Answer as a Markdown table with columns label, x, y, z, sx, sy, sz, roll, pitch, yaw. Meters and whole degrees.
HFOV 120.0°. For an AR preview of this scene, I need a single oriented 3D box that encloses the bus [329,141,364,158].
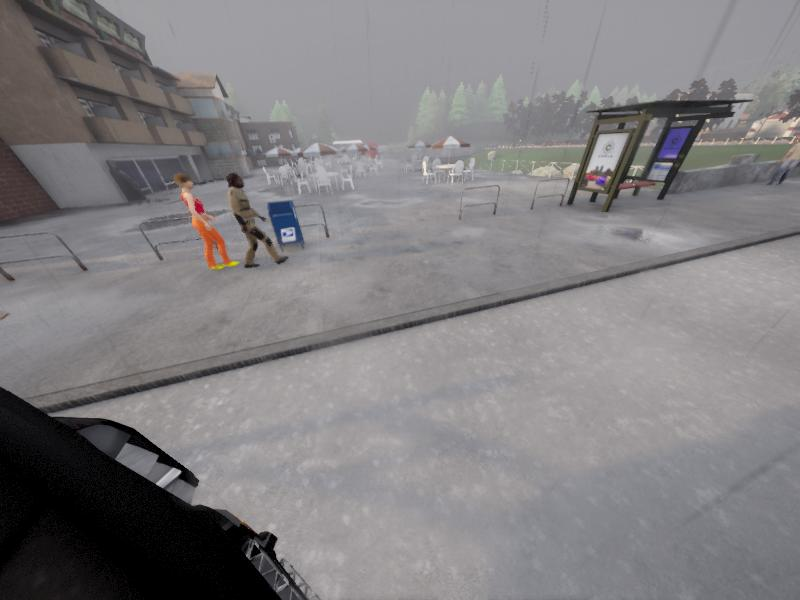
| label | x | y | z | sx | sy | sz | roll | pitch | yaw |
| --- | --- | --- | --- | --- | --- | --- | --- | --- | --- |
| bus | -17.254 | -48.899 | 75.038 | 10.273 | 4.253 | 3.944 | -12 | 35 | -13 |

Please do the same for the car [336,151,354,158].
| label | x | y | z | sx | sy | sz | roll | pitch | yaw |
| --- | --- | --- | --- | --- | --- | --- | --- | --- | --- |
| car | -17.276 | -45.523 | 72.376 | 4.974 | 1.542 | 2.038 | -12 | 35 | -13 |

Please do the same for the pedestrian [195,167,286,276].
| label | x | y | z | sx | sy | sz | roll | pitch | yaw |
| --- | --- | --- | --- | --- | --- | --- | --- | --- | --- |
| pedestrian | -2.989 | -1.527 | 4.590 | 0.751 | 1.860 | 0.751 | -12 | 35 | -13 |

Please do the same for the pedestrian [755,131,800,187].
| label | x | y | z | sx | sy | sz | roll | pitch | yaw |
| --- | --- | --- | --- | --- | --- | --- | --- | --- | --- |
| pedestrian | 15.580 | -5.570 | 9.133 | 0.751 | 1.860 | 0.751 | -13 | 35 | -14 |

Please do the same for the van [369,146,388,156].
| label | x | y | z | sx | sy | sz | roll | pitch | yaw |
| --- | --- | --- | --- | --- | --- | --- | --- | --- | --- |
| van | -7.273 | -50.355 | 77.917 | 5.915 | 2.561 | 1.988 | -12 | 35 | -13 |

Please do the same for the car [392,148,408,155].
| label | x | y | z | sx | sy | sz | roll | pitch | yaw |
| --- | --- | --- | --- | --- | --- | --- | --- | --- | --- |
| car | -0.092 | -49.143 | 76.348 | 4.856 | 1.649 | 2.033 | -12 | 35 | -13 |

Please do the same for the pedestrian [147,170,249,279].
| label | x | y | z | sx | sy | sz | roll | pitch | yaw |
| --- | --- | --- | --- | --- | --- | --- | --- | --- | --- |
| pedestrian | -3.907 | -1.485 | 4.602 | 0.751 | 1.860 | 0.751 | 26 | 43 | 36 |

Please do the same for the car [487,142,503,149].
| label | x | y | z | sx | sy | sz | roll | pitch | yaw |
| --- | --- | --- | --- | --- | --- | --- | --- | --- | --- |
| car | 34.831 | -56.452 | 84.449 | 4.856 | 1.649 | 2.033 | -12 | 35 | -13 |

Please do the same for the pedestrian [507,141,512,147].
| label | x | y | z | sx | sy | sz | roll | pitch | yaw |
| --- | --- | --- | --- | --- | --- | --- | --- | --- | --- |
| pedestrian | 38.549 | -54.866 | 81.333 | 0.751 | 1.860 | 0.751 | -17 | 36 | -20 |
